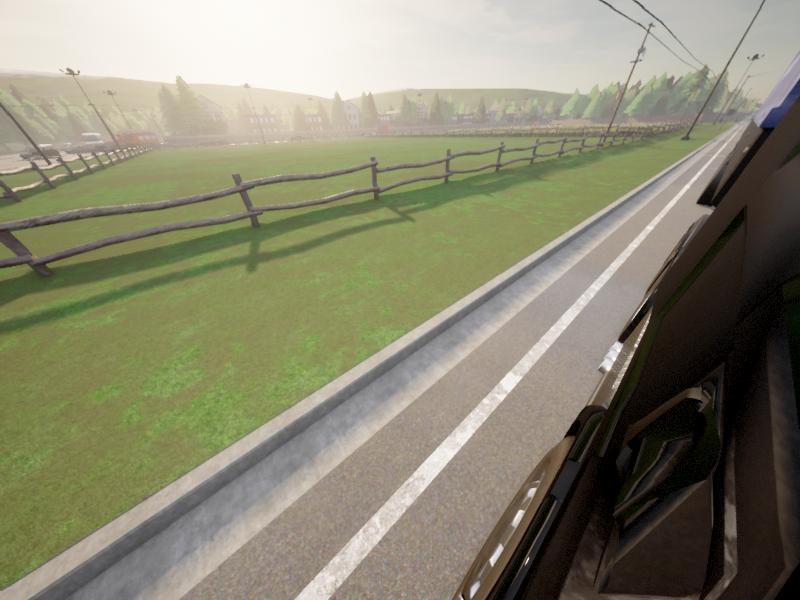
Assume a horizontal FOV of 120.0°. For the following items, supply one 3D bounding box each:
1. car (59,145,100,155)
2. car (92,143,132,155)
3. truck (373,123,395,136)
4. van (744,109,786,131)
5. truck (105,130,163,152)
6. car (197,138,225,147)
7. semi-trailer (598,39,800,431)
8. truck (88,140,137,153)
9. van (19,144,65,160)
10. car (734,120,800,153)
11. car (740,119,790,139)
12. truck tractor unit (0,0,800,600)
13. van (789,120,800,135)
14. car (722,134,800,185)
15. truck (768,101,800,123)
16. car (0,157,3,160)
[{"bbox_3d":[-73.002,-34.263,52.760,2.152,1.651,5.027,7,38,13],"label":"car"},{"bbox_3d":[-60.122,-31.710,48.418,2.242,1.667,4.611,5,37,10],"label":"car"},{"bbox_3d":[-6.154,-68.024,92.111,8.468,3.827,2.891,-28,43,-30],"label":"truck"},{"bbox_3d":[54.985,-27.227,34.948,6.366,2.431,2.351,-28,44,-30],"label":"van"},{"bbox_3d":[-65.582,-39.452,57.208,2.891,3.827,8.468,26,45,33],"label":"truck"},{"bbox_3d":[-49.808,-41.543,60.932,5.238,1.638,1.930,-28,43,-30],"label":"car"},{"bbox_3d":[8.693,-3.599,4.249,14.254,4.402,2.717,-28,44,-30],"label":"semi-trailer"},{"bbox_3d":[-65.482,-35.103,52.811,2.390,2.098,6.274,14,40,20],"label":"truck"},{"bbox_3d":[-61.146,-25.435,39.634,2.069,2.038,4.480,-18,39,-20],"label":"van"},{"bbox_3d":[26.086,-11.625,16.356,5.027,1.651,2.152,-28,44,-30],"label":"car"},{"bbox_3d":[37.894,-17.807,24.088,4.792,1.488,2.163,-28,44,-30],"label":"car"},{"bbox_3d":[2.645,-0.295,0.351,6.516,4.208,3.053,-28,44,-30],"label":"truck tractor unit"},{"bbox_3d":[45.762,-19.477,25.406,4.480,2.038,2.069,-28,43,-30],"label":"van"},{"bbox_3d":[15.688,-6.006,9.665,4.181,1.385,1.994,-27,43,-30],"label":"car"},{"bbox_3d":[93.030,-45.181,55.663,8.468,3.827,2.891,-28,44,-30],"label":"truck"},{"bbox_3d":[-71.903,-24.523,39.169,1.932,1.855,4.605,-14,38,-15],"label":"car"}]
